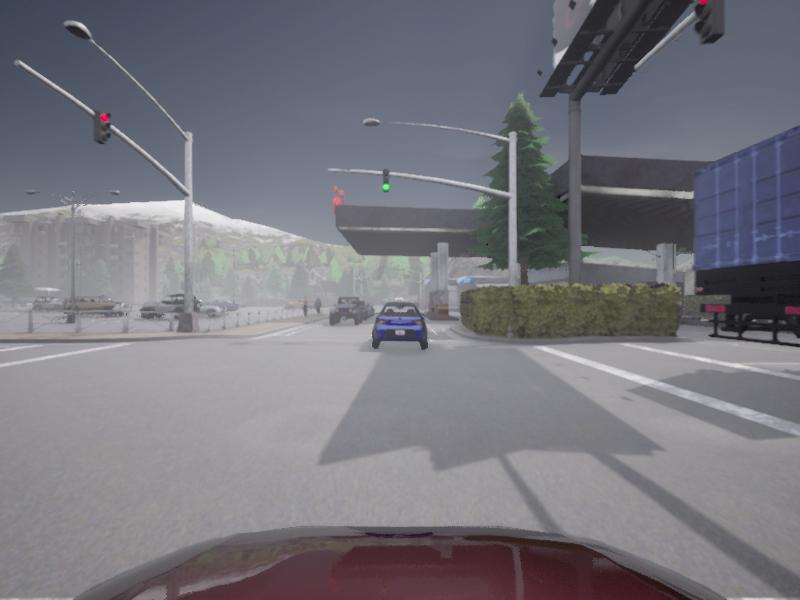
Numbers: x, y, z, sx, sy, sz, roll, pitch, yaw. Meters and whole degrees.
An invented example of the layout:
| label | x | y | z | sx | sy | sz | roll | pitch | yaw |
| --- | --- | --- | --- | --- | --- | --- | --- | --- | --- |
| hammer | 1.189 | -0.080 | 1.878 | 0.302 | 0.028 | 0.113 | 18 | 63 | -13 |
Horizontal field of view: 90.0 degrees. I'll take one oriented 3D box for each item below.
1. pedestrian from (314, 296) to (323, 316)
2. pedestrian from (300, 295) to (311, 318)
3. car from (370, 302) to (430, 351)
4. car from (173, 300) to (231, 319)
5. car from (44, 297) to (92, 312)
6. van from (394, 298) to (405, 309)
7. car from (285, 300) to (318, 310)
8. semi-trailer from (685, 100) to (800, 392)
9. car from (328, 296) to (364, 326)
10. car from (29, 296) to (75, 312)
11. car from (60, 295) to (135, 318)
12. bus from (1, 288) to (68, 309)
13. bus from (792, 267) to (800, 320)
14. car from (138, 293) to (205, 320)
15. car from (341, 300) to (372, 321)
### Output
| label | x | y | z | sx | sy | sz | roll | pitch | yaw |
| --- | --- | --- | --- | --- | --- | --- | --- | --- | --- |
| pedestrian | -7.780 | 0.542 | 38.188 | 0.751 | 1.860 | 0.751 | 0 | 0 | 0 |
| pedestrian | -7.690 | 0.534 | 32.556 | 0.751 | 1.860 | 0.751 | 0 | 0 | -1 |
| car | -0.003 | 0.824 | 14.282 | 1.816 | 1.474 | 4.193 | 1 | -1 | 0 |
| car | -16.239 | 0.760 | 32.906 | 3.806 | 1.475 | 1.970 | 0 | 0 | -1 |
| car | -42.655 | 0.539 | 51.508 | 4.605 | 1.855 | 1.932 | 0 | 0 | -1 |
| van | -0.113 | 0.670 | 73.805 | 2.069 | 2.038 | 4.480 | 0 | 0 | 0 |
| car | -16.549 | 0.775 | 67.162 | 5.027 | 1.636 | 2.152 | 0 | 0 | -1 |
| semi-trailer | 13.152 | -0.808 | 7.108 | 14.254 | 4.402 | 2.717 | 0 | 0 | 0 |
| car | -3.546 | 0.685 | 26.883 | 1.905 | 1.878 | 3.866 | 0 | 0 | 0 |
| car | -42.221 | 0.514 | 48.606 | 3.866 | 1.878 | 1.905 | 0 | 0 | -1 |
| car | -24.718 | 0.502 | 32.804 | 4.605 | 1.855 | 1.932 | 0 | 0 | -1 |
| bus | -76.249 | -0.375 | 83.588 | 10.273 | 4.253 | 3.944 | 0 | 0 | -1 |
| bus | 34.029 | -0.520 | 27.593 | 3.944 | 4.253 | 10.273 | 0 | 0 | 0 |
| car | -16.825 | 0.472 | 29.577 | 3.866 | 1.878 | 1.905 | 0 | 0 | -1 |
| car | -3.555 | 0.825 | 33.335 | 2.033 | 1.649 | 4.856 | 0 | 0 | 0 |
